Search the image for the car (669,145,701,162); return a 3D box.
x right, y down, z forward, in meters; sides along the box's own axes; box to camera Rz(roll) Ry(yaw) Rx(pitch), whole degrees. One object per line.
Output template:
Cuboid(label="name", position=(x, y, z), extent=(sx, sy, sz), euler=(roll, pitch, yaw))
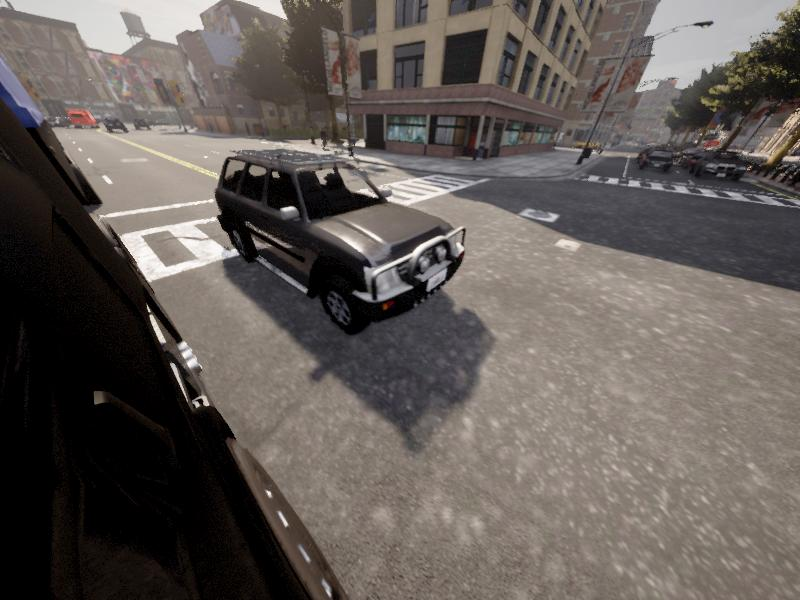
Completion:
Cuboid(label="car", position=(37.488, -19.345, 30.504), extent=(1.851, 1.617, 3.988), euler=(28, 44, 30))

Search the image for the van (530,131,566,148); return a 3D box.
Cuboid(label="van", position=(32.248, -35.100, 50.451), extent=(5.915, 2.561, 1.988), euler=(26, 43, 28))

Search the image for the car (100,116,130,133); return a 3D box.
Cuboid(label="car", position=(-42.505, -26.160, 34.385), extent=(4.605, 1.855, 1.932), euler=(30, 45, 32))

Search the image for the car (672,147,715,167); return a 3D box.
Cuboid(label="car", position=(33.240, -16.377, 26.352), extent=(2.128, 1.511, 4.902), euler=(28, 44, 30))

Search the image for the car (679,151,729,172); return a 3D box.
Cuboid(label="car", position=(28.972, -13.380, 22.200), extent=(1.994, 1.385, 4.181), euler=(28, 43, 30))

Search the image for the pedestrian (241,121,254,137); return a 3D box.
Cuboid(label="pedestrian", position=(-23.094, -25.937, 35.021), extent=(0.751, 1.860, 0.751), euler=(12, 38, 12))

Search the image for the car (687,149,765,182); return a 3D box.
Cuboid(label="car", position=(24.348, -10.304, 17.549), extent=(2.242, 1.667, 4.611), euler=(28, 44, 30))

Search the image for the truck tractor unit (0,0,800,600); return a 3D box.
Cuboid(label="truck tractor unit", position=(-2.645, -0.295, 0.351), extent=(6.516, 4.208, 3.053), euler=(28, 44, 30))

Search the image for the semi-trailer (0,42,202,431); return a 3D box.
Cuboid(label="semi-trailer", position=(-8.707, -3.595, 4.224), extent=(14.254, 4.402, 2.717), euler=(28, 44, 30))

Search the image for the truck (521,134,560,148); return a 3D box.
Cuboid(label="truck", position=(29.428, -33.610, 48.651), extent=(6.274, 2.098, 2.390), euler=(27, 43, 29))

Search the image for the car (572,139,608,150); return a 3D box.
Cuboid(label="car", position=(38.686, -31.802, 47.247), extent=(5.366, 1.575, 1.801), euler=(15, 38, 15))

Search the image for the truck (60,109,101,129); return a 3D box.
Cuboid(label="truck", position=(-53.004, -30.089, 38.483), extent=(2.627, 2.467, 5.204), euler=(-26, 45, -32))

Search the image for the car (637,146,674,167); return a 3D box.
Cuboid(label="car", position=(27.107, -15.430, 24.691), extent=(2.007, 1.525, 4.514), euler=(28, 44, 30))

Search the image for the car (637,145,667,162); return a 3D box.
Cuboid(label="car", position=(31.269, -18.315, 28.833), extent=(1.837, 1.490, 4.892), euler=(27, 43, 29))

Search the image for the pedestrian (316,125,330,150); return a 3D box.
Cuboid(label="pedestrian", position=(-7.287, -15.416, 21.950), extent=(0.751, 1.860, 0.751), euler=(-29, 47, -35))

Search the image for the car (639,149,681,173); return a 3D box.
Cuboid(label="car", position=(22.886, -12.445, 20.508), extent=(1.812, 1.442, 4.674), euler=(28, 44, 30))

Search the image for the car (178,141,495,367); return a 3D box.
Cuboid(label="car", position=(-1.300, -1.347, 3.806), extent=(4.605, 1.855, 1.932), euler=(28, 44, 30))
